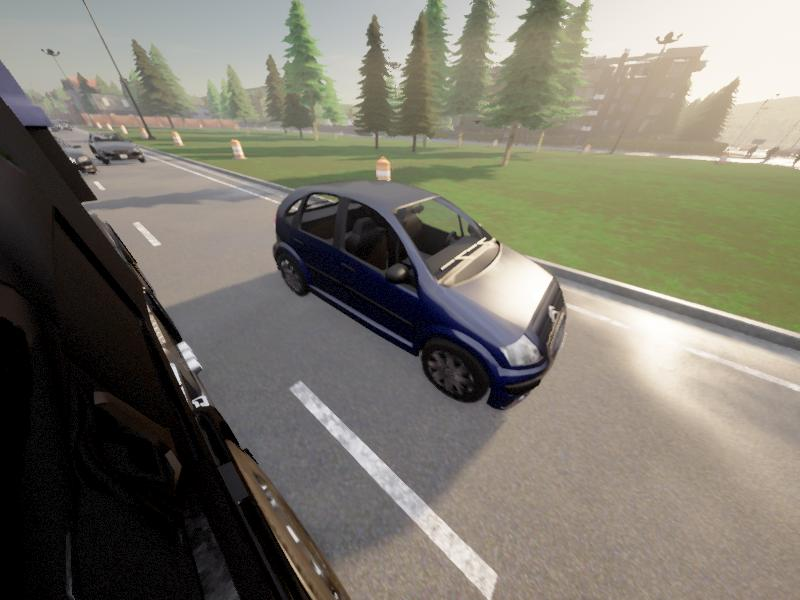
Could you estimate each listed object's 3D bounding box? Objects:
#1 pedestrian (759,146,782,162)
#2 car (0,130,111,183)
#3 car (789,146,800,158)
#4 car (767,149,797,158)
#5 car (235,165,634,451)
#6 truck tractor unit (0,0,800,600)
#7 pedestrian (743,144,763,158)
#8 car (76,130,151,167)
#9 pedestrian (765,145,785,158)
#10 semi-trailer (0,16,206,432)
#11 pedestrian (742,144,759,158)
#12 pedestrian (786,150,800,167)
[{"bbox_3d":[52.580,-20.711,32.801,0.751,1.860,0.751,26,43,28],"label":"pedestrian"},{"bbox_3d":[-15.634,-6.452,10.211,4.902,1.511,2.128,21,39,24],"label":"car"},{"bbox_3d":[83.812,-30.472,47.684,1.905,1.878,3.866,26,43,29],"label":"car"},{"bbox_3d":[80.077,-30.895,48.522,1.895,1.301,4.718,26,43,29],"label":"car"},{"bbox_3d":[0.007,-0.558,3.045,3.988,1.617,1.851,27,43,29],"label":"car"},{"bbox_3d":[-2.645,-0.295,0.351,6.516,4.208,3.053,28,44,30],"label":"truck tractor unit"},{"bbox_3d":[57.745,-24.375,37.762,0.751,1.860,0.751,21,40,23],"label":"pedestrian"},{"bbox_3d":[-16.795,-8.942,13.527,4.193,1.474,1.816,27,43,29],"label":"car"},{"bbox_3d":[62.380,-24.697,38.421,0.751,1.860,0.751,24,42,27],"label":"pedestrian"},{"bbox_3d":[-8.953,-3.390,4.002,14.254,4.402,2.717,25,42,27],"label":"semi-trailer"},{"bbox_3d":[58.242,-24.831,38.403,0.751,1.860,0.751,-25,44,-32],"label":"pedestrian"},{"bbox_3d":[45.214,-16.184,26.048,0.751,1.860,0.751,30,45,32],"label":"pedestrian"}]
